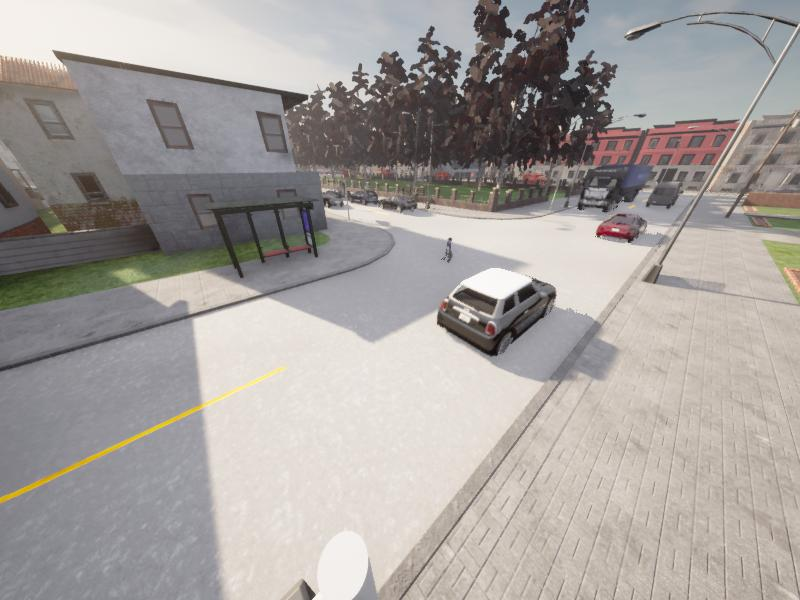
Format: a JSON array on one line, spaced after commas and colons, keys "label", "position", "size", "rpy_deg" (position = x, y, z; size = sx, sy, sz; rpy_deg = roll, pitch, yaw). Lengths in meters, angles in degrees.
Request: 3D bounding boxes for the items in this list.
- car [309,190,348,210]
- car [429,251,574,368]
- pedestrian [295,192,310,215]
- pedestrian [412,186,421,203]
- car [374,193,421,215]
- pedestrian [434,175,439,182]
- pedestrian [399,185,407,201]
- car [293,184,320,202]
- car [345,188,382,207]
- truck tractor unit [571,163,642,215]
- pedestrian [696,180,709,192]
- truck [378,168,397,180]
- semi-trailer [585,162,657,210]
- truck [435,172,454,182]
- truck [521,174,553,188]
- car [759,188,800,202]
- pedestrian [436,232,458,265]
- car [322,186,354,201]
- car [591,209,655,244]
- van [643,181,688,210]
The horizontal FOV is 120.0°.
[{"label": "car", "position": [-8.272, -11.588, 26.566], "size": [2.128, 1.511, 4.902], "rpy_deg": [-23, 37, -34]}, {"label": "car", "position": [2.927, -0.062, 6.637], "size": [3.806, 1.475, 1.970], "rpy_deg": [-23, 37, -34]}, {"label": "pedestrian", "position": [-8.924, -8.840, 21.182], "size": [0.751, 1.860, 0.751], "rpy_deg": [-22, 37, -33]}, {"label": "pedestrian", "position": [2.053, -12.978, 28.370], "size": [0.751, 1.860, 0.751], "rpy_deg": [-23, 37, -34]}, {"label": "car", "position": [-0.326, -9.956, 23.737], "size": [2.128, 1.511, 4.902], "rpy_deg": [-23, 37, -34]}, {"label": "pedestrian", "position": [10.592, -35.236, 66.918], "size": [0.751, 1.860, 0.751], "rpy_deg": [-23, 37, -34]}, {"label": "pedestrian", "position": [0.386, -13.976, 30.097], "size": [0.751, 1.860, 0.751], "rpy_deg": [-23, 37, -34]}, {"label": "car", "position": [-12.823, -14.698, 31.585], "size": [1.932, 1.855, 4.605], "rpy_deg": [-21, 36, -32]}, {"label": "car", "position": [-4.501, -12.646, 28.282], "size": [2.033, 1.649, 4.856], "rpy_deg": [-24, 38, -35]}, {"label": "truck tractor unit", "position": [21.261, -11.559, 23.800], "size": [6.516, 4.208, 3.053], "rpy_deg": [-23, 37, -34]}, {"label": "pedestrian", "position": [53.715, -20.290, 41.032], "size": [0.751, 1.860, 0.751], "rpy_deg": [-20, 35, -31]}, {"label": "truck", "position": [-4.840, -48.695, 88.955], "size": [2.891, 3.827, 8.468], "rpy_deg": [-23, 37, -34]}, {"label": "semi-trailer", "position": [27.286, -14.207, 28.195], "size": [14.254, 4.402, 2.717], "rpy_deg": [-23, 37, -34]}, {"label": "truck", "position": [13.474, -37.406, 70.328], "size": [2.627, 2.467, 5.204], "rpy_deg": [-23, 37, -34]}, {"label": "truck", "position": [30.867, -27.044, 52.374], "size": [2.627, 2.467, 5.204], "rpy_deg": [-23, 37, -34]}, {"label": "car", "position": [52.194, -13.902, 30.640], "size": [1.812, 1.442, 4.674], "rpy_deg": [-23, 37, -34]}, {"label": "pedestrian", "position": [2.180, -2.414, 10.838], "size": [0.751, 1.300, 0.751], "rpy_deg": [-3, 30, -4]}, {"label": "car", "position": [-8.861, -15.242, 32.895], "size": [2.128, 1.511, 4.902], "rpy_deg": [-25, 38, -36]}, {"label": "car", "position": [14.755, -4.973, 15.251], "size": [4.181, 1.385, 1.994], "rpy_deg": [-23, 37, -34]}, {"label": "van", "position": [30.330, -12.052, 26.342], "size": [5.915, 2.561, 1.988], "rpy_deg": [-22, 37, -33]}]
